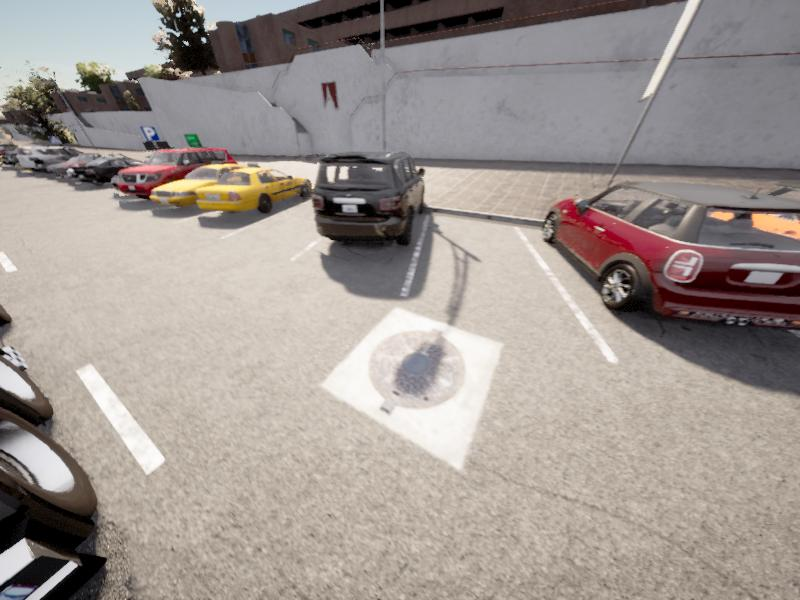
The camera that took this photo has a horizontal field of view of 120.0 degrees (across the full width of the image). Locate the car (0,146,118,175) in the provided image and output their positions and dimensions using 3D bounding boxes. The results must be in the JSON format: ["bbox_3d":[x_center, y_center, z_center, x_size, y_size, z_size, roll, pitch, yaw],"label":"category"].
[{"bbox_3d":[-31.689,-13.346,21.941,2.435,2.045,5.566,6,35,8],"label":"car"}]

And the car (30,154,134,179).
[{"bbox_3d":[-26.492,-11.387,19.590,2.002,1.452,4.674,6,35,8],"label":"car"}]

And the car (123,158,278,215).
[{"bbox_3d":[-8.361,-5.455,10.637,1.946,1.575,5.366,6,34,8],"label":"car"}]

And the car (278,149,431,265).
[{"bbox_3d":[-0.551,-3.253,6.925,2.435,2.045,5.566,5,34,9],"label":"car"}]

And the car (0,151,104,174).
[{"bbox_3d":[-34.320,-13.879,23.150,1.946,1.575,5.366,6,35,8],"label":"car"}]

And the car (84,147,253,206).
[{"bbox_3d":[-10.925,-6.585,11.881,2.435,2.045,5.566,6,34,8],"label":"car"}]

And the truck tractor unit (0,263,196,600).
[{"bbox_3d":[-5.115,-0.295,0.792,6.516,4.208,3.053,18,39,24],"label":"truck tractor unit"}]

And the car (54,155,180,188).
[{"bbox_3d":[-18.715,-8.899,15.804,2.097,1.535,5.008,5,34,9],"label":"car"}]

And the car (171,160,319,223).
[{"bbox_3d":[-5.708,-4.820,9.691,1.946,1.575,5.366,5,34,9],"label":"car"}]

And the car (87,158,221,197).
[{"bbox_3d":[-13.522,-7.190,13.291,2.163,1.488,4.792,6,34,8],"label":"car"}]

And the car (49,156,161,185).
[{"bbox_3d":[-21.304,-9.708,17.087,2.002,1.452,4.674,6,34,8],"label":"car"}]

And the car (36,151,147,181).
[{"bbox_3d":[-23.894,-10.701,18.270,2.185,1.767,4.553,6,34,8],"label":"car"}]

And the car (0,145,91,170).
[{"bbox_3d":[-39.480,-15.890,25.612,2.435,2.045,5.566,6,35,8],"label":"car"}]

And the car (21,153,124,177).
[{"bbox_3d":[-29.096,-12.264,20.855,2.163,1.488,4.792,6,35,8],"label":"car"}]

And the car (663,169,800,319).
[{"bbox_3d":[7.246,-0.604,3.260,2.185,1.767,4.553,6,35,8],"label":"car"}]

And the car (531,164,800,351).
[{"bbox_3d":[4.633,-1.420,4.453,2.185,1.767,4.553,6,34,9],"label":"car"}]
